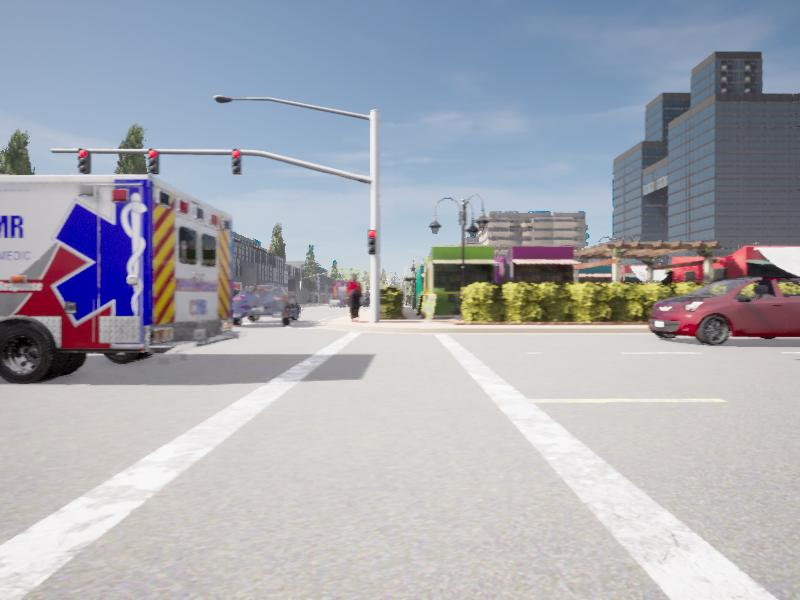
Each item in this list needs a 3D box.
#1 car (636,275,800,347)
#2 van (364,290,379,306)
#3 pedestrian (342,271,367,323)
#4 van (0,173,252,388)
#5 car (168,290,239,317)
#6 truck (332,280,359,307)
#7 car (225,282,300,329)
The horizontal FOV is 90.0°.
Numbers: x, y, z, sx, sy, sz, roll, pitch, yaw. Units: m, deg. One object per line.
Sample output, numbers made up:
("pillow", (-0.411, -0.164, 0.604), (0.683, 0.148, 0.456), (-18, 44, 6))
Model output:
("car", (7.784, 0.224, 9.209), (3.633, 1.501, 1.845), (0, 0, 0))
("van", (-4.663, -0.275, 65.549), (1.988, 2.561, 5.915), (0, 0, 1))
("pedestrian", (-1.700, -0.114, 14.888), (0.751, 1.860, 0.751), (0, 0, -22))
("van", (-5.745, -0.220, 5.743), (6.366, 2.431, 2.351), (0, 0, 1))
("car", (-12.437, 0.206, 25.783), (1.801, 1.575, 5.366), (0, 0, 2))
("truck", (-8.228, -0.917, 61.523), (2.891, 3.827, 8.468), (0, 0, 1))
("car", (-5.502, 0.183, 16.707), (2.152, 1.651, 5.027), (0, 0, -10))
